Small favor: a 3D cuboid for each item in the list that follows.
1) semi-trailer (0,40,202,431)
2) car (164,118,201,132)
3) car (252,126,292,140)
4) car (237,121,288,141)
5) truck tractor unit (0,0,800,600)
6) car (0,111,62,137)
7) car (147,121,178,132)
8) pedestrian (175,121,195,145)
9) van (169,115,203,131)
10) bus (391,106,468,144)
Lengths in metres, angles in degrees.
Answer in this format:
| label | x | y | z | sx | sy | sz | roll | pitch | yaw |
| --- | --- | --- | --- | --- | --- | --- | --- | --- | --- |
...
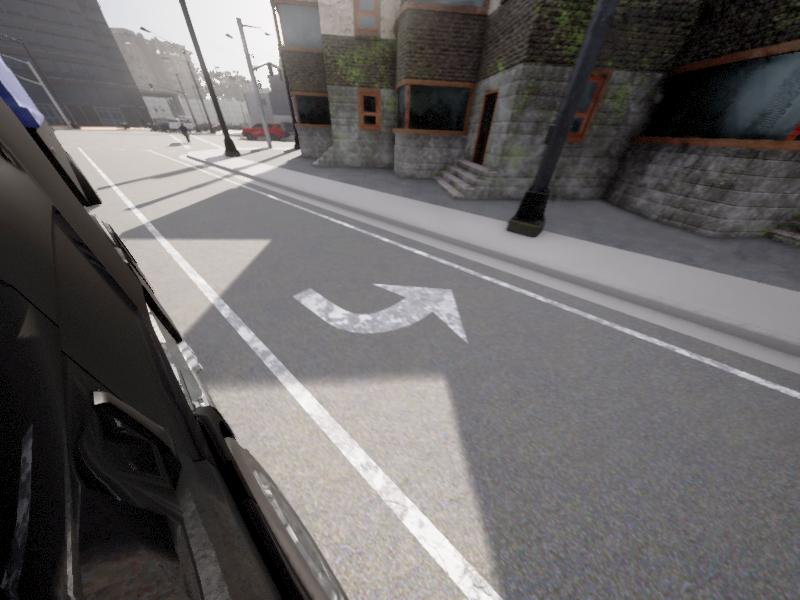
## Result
| label | x | y | z | sx | sy | sz | roll | pitch | yaw |
| --- | --- | --- | --- | --- | --- | --- | --- | --- | --- |
| semi-trailer | -8.710 | -3.590 | 4.226 | 14.254 | 4.402 | 2.717 | 28 | 43 | 30 |
| car | -42.170 | -34.006 | 44.999 | 2.150 | 2.045 | 5.566 | -1 | 37 | -4 |
| car | -19.796 | -25.970 | 35.932 | 5.008 | 1.535 | 1.882 | -1 | 37 | -5 |
| car | -19.475 | -24.081 | 32.982 | 5.566 | 2.045 | 2.150 | -1 | 37 | -5 |
| truck tractor unit | -2.645 | -0.295 | 0.352 | 6.516 | 4.208 | 3.053 | 28 | 44 | 30 |
| car | -40.964 | -18.822 | 24.693 | 2.150 | 2.045 | 5.566 | -5 | 37 | -11 |
| car | -45.579 | -33.338 | 44.372 | 1.816 | 1.474 | 4.193 | -1 | 37 | -5 |
| pedestrian | -21.337 | -16.598 | 22.980 | 0.751 | 1.860 | 0.751 | -26 | 45 | -33 |
| van | -46.122 | -38.235 | 50.025 | 1.988 | 2.561 | 5.915 | -1 | 37 | -5 |
| bus | 3.985 | -25.687 | 34.076 | 10.273 | 4.253 | 3.944 | -3 | 37 | -4 |
